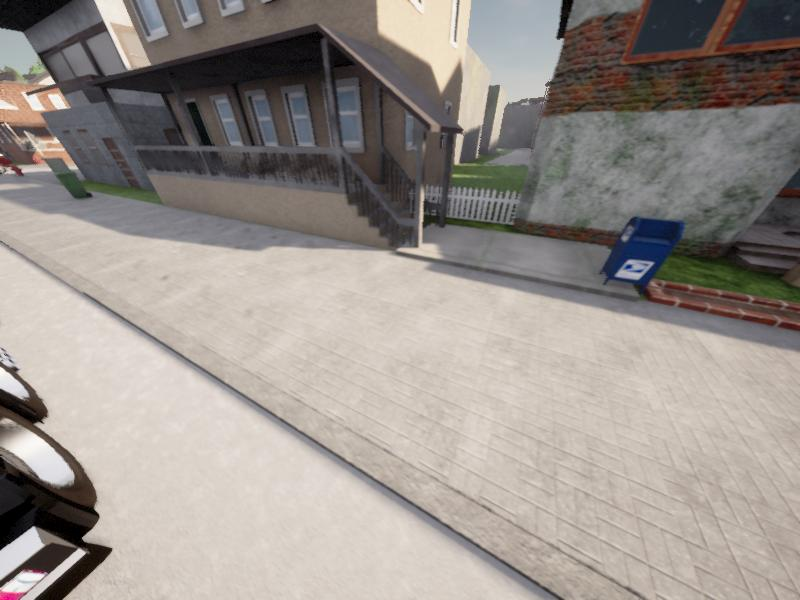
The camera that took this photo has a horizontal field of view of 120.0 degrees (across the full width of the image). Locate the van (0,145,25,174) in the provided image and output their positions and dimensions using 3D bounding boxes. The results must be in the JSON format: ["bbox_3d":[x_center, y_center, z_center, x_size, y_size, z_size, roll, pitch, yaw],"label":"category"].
[{"bbox_3d":[-35.343,-11.209,18.648,2.069,2.038,4.480,4,35,10],"label":"van"}]

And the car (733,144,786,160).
[{"bbox_3d":[44.014,-18.263,28.460,1.845,1.501,3.633,16,38,22],"label":"car"}]

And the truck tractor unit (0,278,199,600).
[{"bbox_3d":[-5.136,-0.275,0.748,6.516,4.208,3.053,17,39,23],"label":"truck tractor unit"}]
